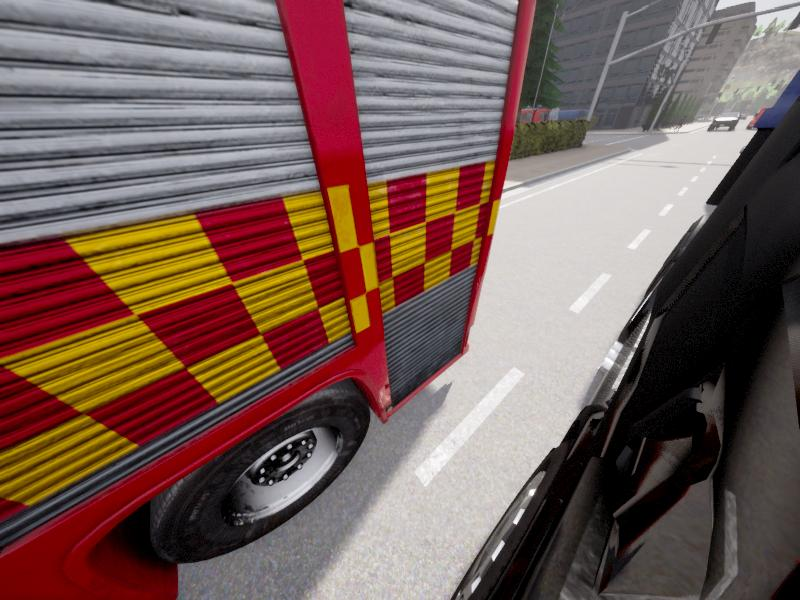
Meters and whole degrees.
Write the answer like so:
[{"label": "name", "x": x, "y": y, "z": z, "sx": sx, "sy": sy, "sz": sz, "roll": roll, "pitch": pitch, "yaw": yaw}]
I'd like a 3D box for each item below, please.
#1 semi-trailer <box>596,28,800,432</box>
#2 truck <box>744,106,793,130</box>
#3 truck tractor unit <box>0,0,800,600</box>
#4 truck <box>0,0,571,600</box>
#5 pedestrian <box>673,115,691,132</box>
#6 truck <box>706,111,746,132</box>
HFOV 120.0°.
[{"label": "semi-trailer", "x": 8.798, "y": -3.537, "z": 4.124, "sx": 14.254, "sy": 4.402, "sz": 2.717, "roll": -27, "pitch": 43, "yaw": -29}, {"label": "truck", "x": 51.409, "y": -25.485, "z": 32.377, "sx": 5.204, "sy": 2.467, "sz": 2.627, "roll": -28, "pitch": 44, "yaw": -30}, {"label": "truck tractor unit", "x": 2.645, "y": -0.295, "z": 0.351, "sx": 6.516, "sy": 4.208, "sz": 3.053, "roll": -28, "pitch": 44, "yaw": -30}, {"label": "truck", "x": -3.414, "y": 0.341, "z": 0.212, "sx": 8.468, "sy": 3.827, "sz": 2.891, "roll": -28, "pitch": 44, "yaw": -30}, {"label": "pedestrian", "x": 39.158, "y": -24.549, "z": 32.114, "sx": 0.751, "sy": 1.860, "sz": 0.751, "roll": -27, "pitch": 43, "yaw": -28}, {"label": "truck", "x": 46.910, "y": -25.687, "z": 33.241, "sx": 6.274, "sy": 2.098, "sz": 2.390, "roll": -28, "pitch": 43, "yaw": -29}]
